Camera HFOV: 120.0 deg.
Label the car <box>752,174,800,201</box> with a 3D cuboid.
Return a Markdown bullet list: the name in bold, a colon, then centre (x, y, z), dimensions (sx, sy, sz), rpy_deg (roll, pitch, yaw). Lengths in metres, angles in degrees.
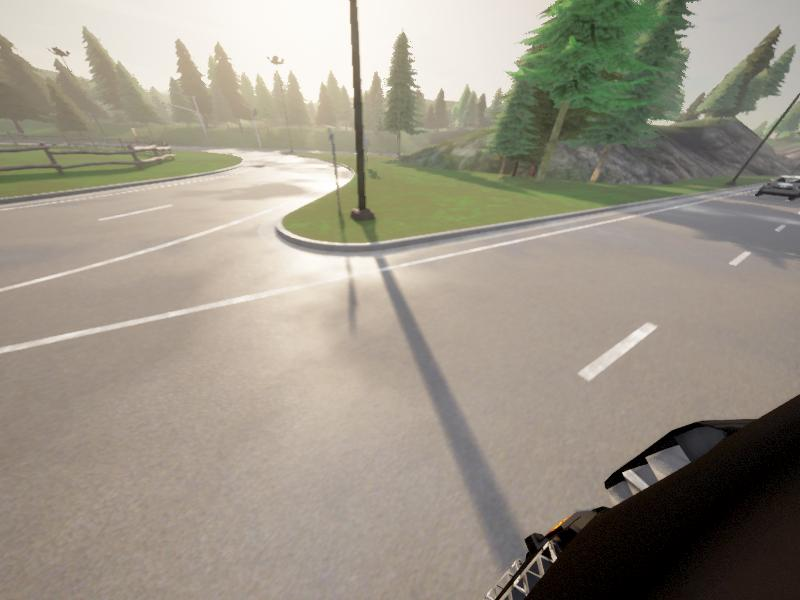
- **car**: centre (29.943, -8.787, 17.937), dimensions (3.806, 1.475, 1.970), rpy_deg (-16, 38, -26)

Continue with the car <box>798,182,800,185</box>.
- **car**: centre (55.315, -16.019, 30.644), dimensions (4.193, 1.474, 1.816), rpy_deg (-16, 38, -26)
